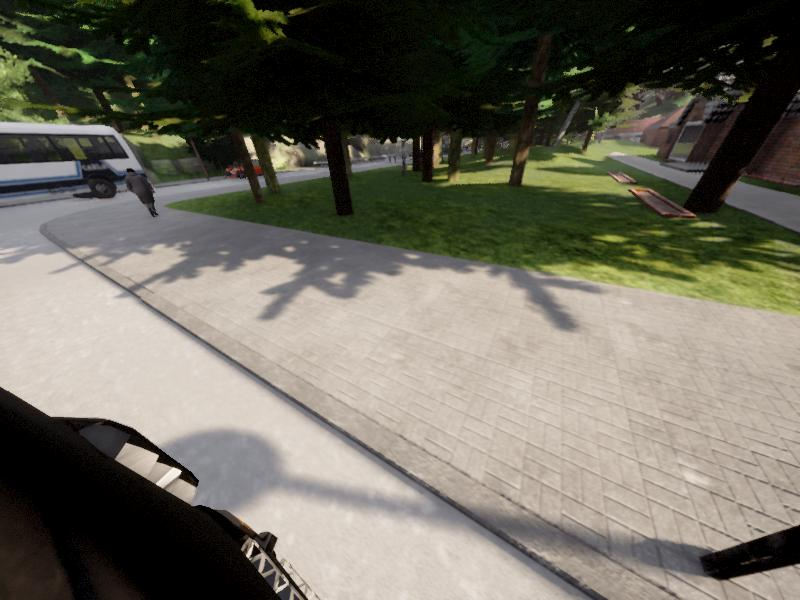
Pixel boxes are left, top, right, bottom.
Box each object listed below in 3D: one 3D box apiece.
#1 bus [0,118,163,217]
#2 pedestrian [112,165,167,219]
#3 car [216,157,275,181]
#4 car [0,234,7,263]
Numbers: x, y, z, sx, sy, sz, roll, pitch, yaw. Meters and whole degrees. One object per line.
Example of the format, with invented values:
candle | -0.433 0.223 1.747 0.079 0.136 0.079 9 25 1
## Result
bus | -22.256 -7.838 13.604 3.944 4.253 10.273 7 35 15
pedestrian | -10.715 -4.480 9.594 0.751 1.860 0.751 -28 41 -33
car | -16.335 -14.078 24.752 2.097 1.767 4.553 16 38 26
car | -13.755 -1.888 6.581 5.357 1.411 2.033 18 39 28
